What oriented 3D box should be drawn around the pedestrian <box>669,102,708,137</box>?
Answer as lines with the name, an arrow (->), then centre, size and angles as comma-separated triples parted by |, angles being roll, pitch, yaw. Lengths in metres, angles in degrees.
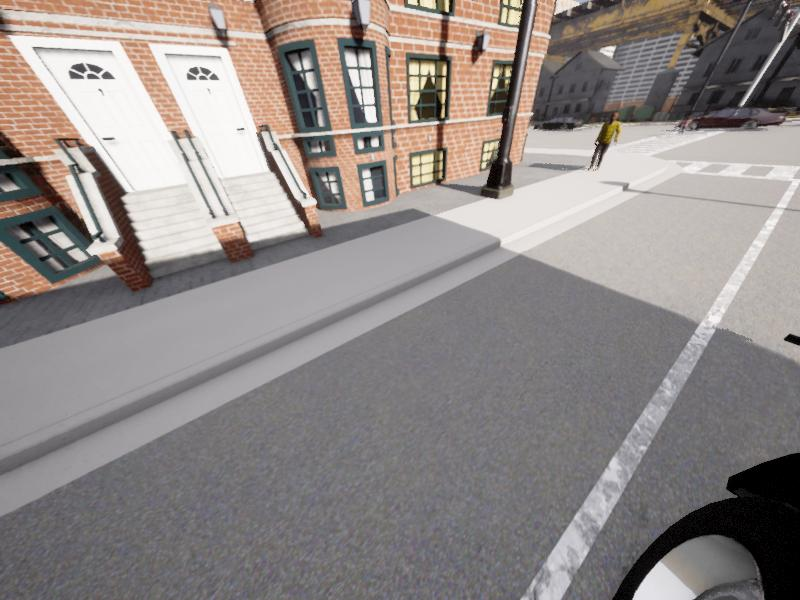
pedestrian -> 20.224, -12.620, 16.227 | 0.751, 1.860, 0.751 | -18, 39, -16

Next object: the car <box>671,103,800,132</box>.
car -> 25.188, -13.837, 17.692 | 2.033, 1.411, 5.357 | -25, 42, -25

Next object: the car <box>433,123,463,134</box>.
car -> 8.677, -31.428, 42.321 | 2.033, 1.411, 5.357 | -25, 42, -25

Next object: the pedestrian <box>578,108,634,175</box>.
pedestrian -> 7.365, -5.677, 8.351 | 0.751, 1.860, 0.751 | -30, 44, -29

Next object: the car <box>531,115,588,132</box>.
car -> 19.831, -22.091, 28.990 | 2.033, 1.411, 5.357 | -25, 42, -25
